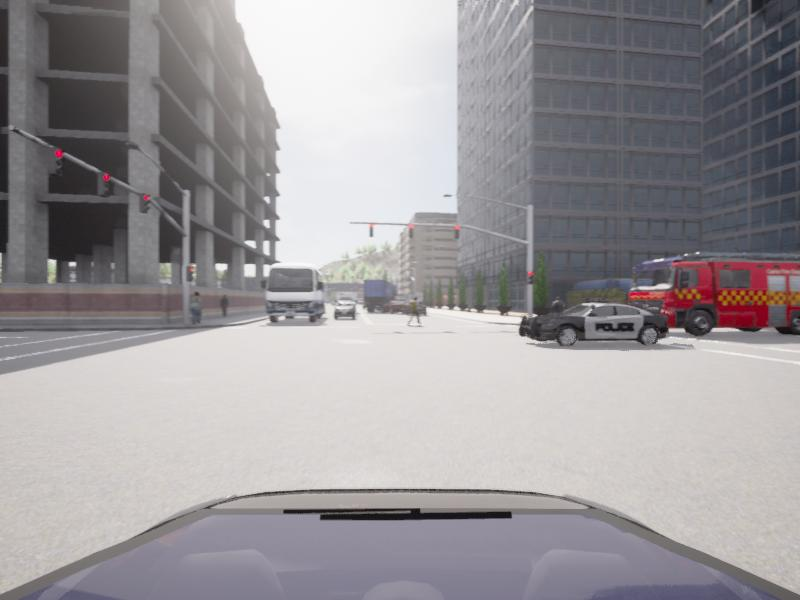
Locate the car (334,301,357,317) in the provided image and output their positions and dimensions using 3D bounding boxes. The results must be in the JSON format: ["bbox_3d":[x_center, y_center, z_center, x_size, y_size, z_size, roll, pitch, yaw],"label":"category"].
[{"bbox_3d":[-5.439,0.840,39.931,2.128,1.511,4.902,0,0,-7],"label":"car"}]

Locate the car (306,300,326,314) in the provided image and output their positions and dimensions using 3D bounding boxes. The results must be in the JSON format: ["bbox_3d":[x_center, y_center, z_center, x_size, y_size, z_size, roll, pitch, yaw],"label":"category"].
[{"bbox_3d":[-9.921,0.800,47.575,1.801,1.575,5.366,0,0,-7],"label":"car"}]

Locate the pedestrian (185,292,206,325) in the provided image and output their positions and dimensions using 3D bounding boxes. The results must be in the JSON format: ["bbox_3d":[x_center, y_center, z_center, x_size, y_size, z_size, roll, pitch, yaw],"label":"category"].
[{"bbox_3d":[-11.507,0.471,22.496,0.751,1.860,0.751,0,0,21],"label":"pedestrian"}]

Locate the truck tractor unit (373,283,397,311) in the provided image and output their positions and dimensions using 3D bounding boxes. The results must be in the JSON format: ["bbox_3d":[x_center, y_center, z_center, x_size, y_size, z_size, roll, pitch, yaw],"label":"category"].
[{"bbox_3d":[-2.329,-0.497,63.758,3.053,4.208,6.516,0,0,4],"label":"truck tractor unit"}]

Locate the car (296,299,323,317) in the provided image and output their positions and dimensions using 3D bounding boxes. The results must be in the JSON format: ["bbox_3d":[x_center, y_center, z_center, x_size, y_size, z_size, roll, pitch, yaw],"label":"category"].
[{"bbox_3d":[-9.045,0.754,40.549,2.242,1.667,4.611,0,0,-7],"label":"car"}]

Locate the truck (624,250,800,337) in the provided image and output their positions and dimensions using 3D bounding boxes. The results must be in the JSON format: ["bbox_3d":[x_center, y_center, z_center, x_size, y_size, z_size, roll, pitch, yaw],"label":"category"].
[{"bbox_3d":[15.832,-0.283,19.457,8.468,3.827,2.891,0,0,-6],"label":"truck"}]

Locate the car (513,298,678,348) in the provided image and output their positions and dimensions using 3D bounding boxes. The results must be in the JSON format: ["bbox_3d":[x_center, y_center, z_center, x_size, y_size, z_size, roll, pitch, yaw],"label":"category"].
[{"bbox_3d":[7.031,0.790,14.652,5.238,1.638,1.930,0,0,-8],"label":"car"}]

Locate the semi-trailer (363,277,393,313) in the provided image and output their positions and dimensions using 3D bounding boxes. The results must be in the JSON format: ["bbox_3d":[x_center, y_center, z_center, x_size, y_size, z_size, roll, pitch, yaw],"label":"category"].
[{"bbox_3d":[-2.798,-0.602,55.859,2.717,4.402,14.254,0,0,3],"label":"semi-trailer"}]

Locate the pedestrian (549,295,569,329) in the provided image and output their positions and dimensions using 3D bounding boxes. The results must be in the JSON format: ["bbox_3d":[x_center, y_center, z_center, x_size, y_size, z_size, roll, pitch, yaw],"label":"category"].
[{"bbox_3d":[8.772,0.662,22.059,0.751,1.860,0.751,0,0,-7],"label":"pedestrian"}]

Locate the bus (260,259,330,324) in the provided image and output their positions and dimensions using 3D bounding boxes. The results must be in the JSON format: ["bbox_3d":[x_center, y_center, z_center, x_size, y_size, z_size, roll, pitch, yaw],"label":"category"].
[{"bbox_3d":[-7.787,-0.534,31.456,3.944,4.253,10.273,0,0,-7],"label":"bus"}]

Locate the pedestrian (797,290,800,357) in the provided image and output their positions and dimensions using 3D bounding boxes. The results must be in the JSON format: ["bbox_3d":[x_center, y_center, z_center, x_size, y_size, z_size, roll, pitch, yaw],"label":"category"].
[{"bbox_3d":[11.644,0.664,10.983,0.751,1.860,0.751,0,0,-7],"label":"pedestrian"}]

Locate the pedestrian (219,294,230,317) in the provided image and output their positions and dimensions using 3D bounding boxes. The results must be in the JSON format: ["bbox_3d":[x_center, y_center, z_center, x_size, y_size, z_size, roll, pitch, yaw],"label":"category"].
[{"bbox_3d":[-14.259,0.469,32.511,0.751,1.860,0.751,0,0,-14],"label":"pedestrian"}]

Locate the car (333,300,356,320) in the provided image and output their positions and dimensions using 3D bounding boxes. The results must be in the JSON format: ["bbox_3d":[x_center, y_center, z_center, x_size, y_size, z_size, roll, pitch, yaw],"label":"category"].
[{"bbox_3d":[-4.626,0.820,33.392,1.789,1.549,3.705,0,0,-7],"label":"car"}]

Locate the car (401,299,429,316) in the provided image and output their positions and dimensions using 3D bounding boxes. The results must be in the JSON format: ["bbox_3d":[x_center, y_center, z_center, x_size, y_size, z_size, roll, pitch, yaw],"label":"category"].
[{"bbox_3d":[1.498,0.781,42.444,2.242,1.667,4.611,0,0,-7],"label":"car"}]

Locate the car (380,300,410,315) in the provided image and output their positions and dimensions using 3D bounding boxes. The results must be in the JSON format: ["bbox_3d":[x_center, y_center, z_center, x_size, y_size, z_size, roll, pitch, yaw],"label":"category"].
[{"bbox_3d":[-0.653,0.837,46.649,1.882,1.535,5.008,0,0,-21],"label":"car"}]

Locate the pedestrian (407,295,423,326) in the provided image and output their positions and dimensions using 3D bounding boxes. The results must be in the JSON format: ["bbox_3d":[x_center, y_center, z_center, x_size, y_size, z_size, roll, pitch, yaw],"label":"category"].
[{"bbox_3d":[0.911,0.648,24.500,0.751,1.860,0.751,0,0,-26],"label":"pedestrian"}]

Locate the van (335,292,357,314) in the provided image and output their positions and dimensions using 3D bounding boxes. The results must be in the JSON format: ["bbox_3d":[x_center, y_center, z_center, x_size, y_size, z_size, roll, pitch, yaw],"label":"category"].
[{"bbox_3d":[-6.382,0.383,47.476,2.351,2.431,6.366,0,0,-7],"label":"van"}]
